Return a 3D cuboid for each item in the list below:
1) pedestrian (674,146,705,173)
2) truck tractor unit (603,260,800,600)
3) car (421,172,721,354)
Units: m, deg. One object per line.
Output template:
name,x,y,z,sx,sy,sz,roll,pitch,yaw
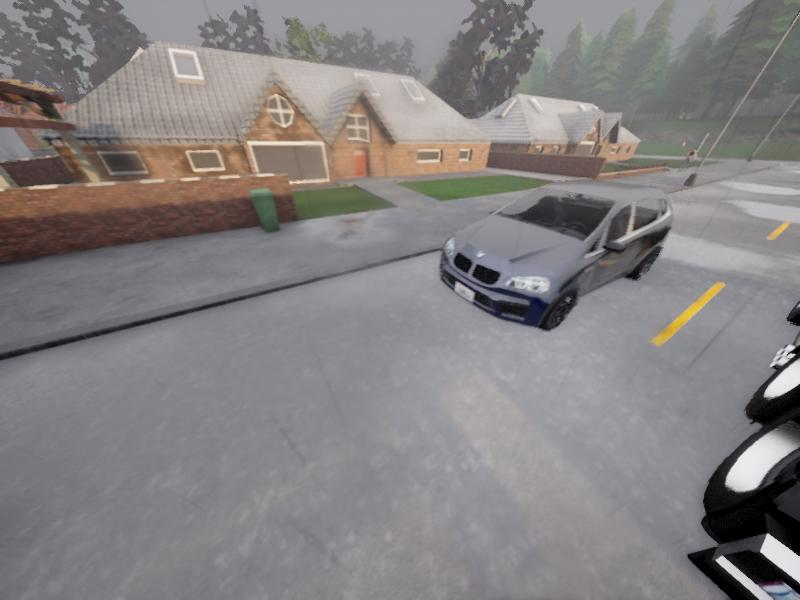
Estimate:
pedestrian,24.064,-11.727,19.239,0.751,1.860,0.751,-18,39,-25
truck tractor unit,5.102,-0.309,0.797,6.516,4.208,3.053,-19,39,-24
car,2.985,-1.195,4.292,4.611,1.667,2.242,-18,39,-25
